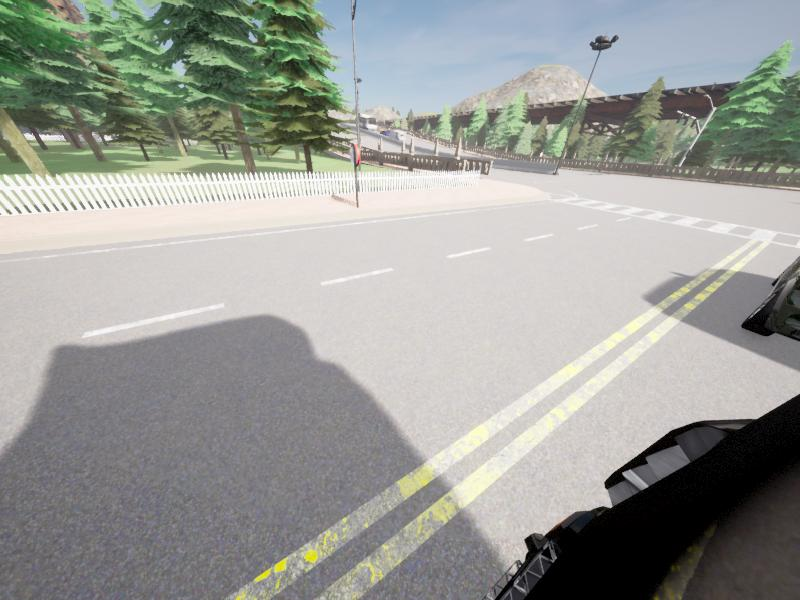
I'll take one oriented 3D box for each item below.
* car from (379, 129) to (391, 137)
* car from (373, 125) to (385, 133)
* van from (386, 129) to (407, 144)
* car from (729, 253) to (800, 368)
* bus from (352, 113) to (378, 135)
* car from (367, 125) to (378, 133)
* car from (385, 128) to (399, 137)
[{"bbox_3d":[-4.603,-50.911,70.273,1.816,1.474,4.193,-17,46,-27],"label":"car"},{"bbox_3d":[-7.170,-58.215,78.569,1.801,1.575,5.366,-17,46,-27],"label":"car"},{"bbox_3d":[-1.027,-42.903,60.508,2.351,2.431,6.366,-17,46,-27],"label":"van"},{"bbox_3d":[7.415,-0.204,3.199,4.553,1.767,2.097,-16,38,-26],"label":"car"},{"bbox_3d":[-10.924,-54.924,71.842,3.944,4.253,10.273,-17,46,-27],"label":"bus"},{"bbox_3d":[-8.938,-55.888,75.519,1.816,1.474,4.193,-17,46,-27],"label":"car"},{"bbox_3d":[-2.678,-53.027,73.149,2.163,1.488,4.792,-17,46,-27],"label":"car"}]
